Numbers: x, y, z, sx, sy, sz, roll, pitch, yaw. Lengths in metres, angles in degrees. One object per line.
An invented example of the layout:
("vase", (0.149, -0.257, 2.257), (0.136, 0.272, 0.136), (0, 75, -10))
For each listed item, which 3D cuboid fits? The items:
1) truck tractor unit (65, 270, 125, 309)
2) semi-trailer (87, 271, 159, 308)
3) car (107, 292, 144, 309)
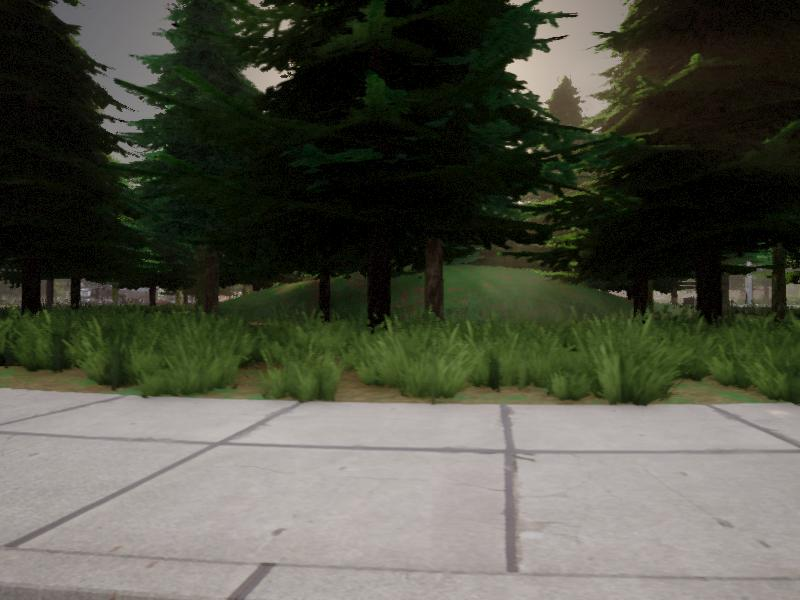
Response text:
("truck tractor unit", (-35.278, -1.123, 46.580), (3.053, 4.208, 6.516), (0, 0, -13))
("semi-trailer", (-36.969, -1.216, 54.310), (2.717, 4.402, 14.254), (0, 0, -12))
("car", (-31.621, 0.058, 46.303), (1.932, 1.855, 4.605), (0, 0, -12))
